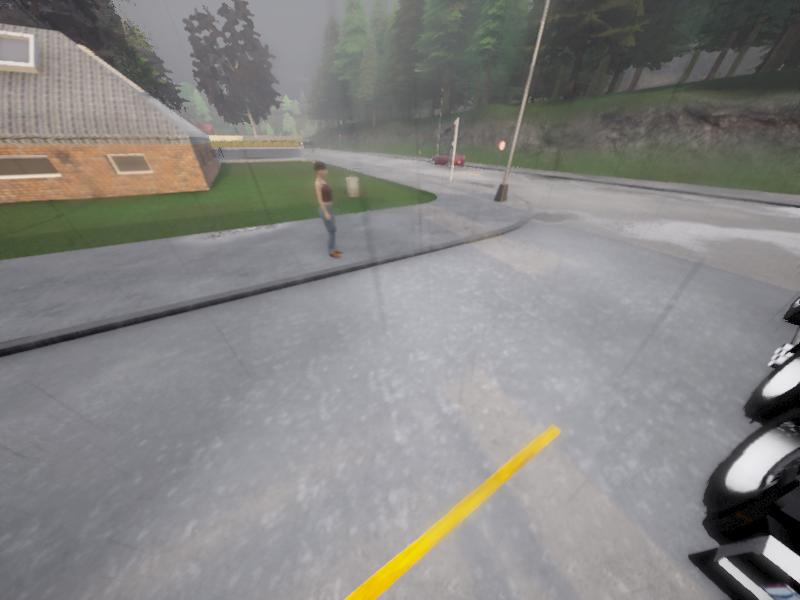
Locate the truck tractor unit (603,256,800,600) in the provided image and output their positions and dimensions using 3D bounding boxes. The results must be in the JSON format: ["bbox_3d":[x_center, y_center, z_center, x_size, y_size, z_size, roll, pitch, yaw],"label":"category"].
[{"bbox_3d":[5.100,-0.311,0.804,6.516,4.208,3.053,-19,39,-25],"label":"truck tractor unit"}]

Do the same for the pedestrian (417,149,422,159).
[{"bbox_3d":[2.700,-20.189,31.900,0.500,1.100,0.500,-19,39,-25],"label":"pedestrian"}]

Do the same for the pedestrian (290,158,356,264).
[{"bbox_3d":[-1.445,-1.768,4.692,0.751,1.860,0.751,3,35,4],"label":"pedestrian"}]

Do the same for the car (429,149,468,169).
[{"bbox_3d":[4.776,-14.232,23.199,1.845,1.501,3.633,-18,39,-24],"label":"car"}]
